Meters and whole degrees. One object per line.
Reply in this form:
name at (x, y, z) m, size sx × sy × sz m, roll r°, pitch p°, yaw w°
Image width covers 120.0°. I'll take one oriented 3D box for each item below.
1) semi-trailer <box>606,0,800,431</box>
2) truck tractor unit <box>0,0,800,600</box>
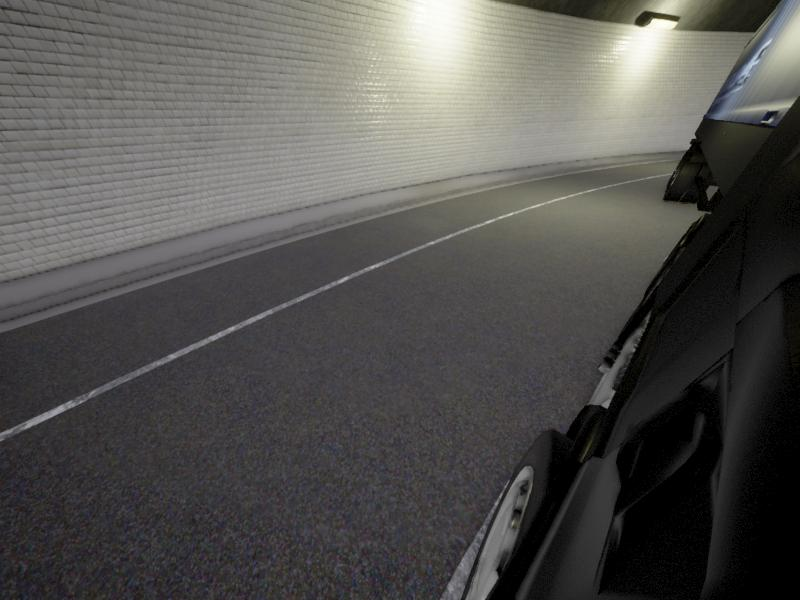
semi-trailer at (8.283, -3.862, 4.594) m, size 2.717 × 4.402 × 14.254 m, roll 29°, pitch 47°, yaw 35°
truck tractor unit at (2.645, -0.295, 0.351) m, size 6.516 × 4.208 × 3.053 m, roll -28°, pitch 44°, yaw -30°
